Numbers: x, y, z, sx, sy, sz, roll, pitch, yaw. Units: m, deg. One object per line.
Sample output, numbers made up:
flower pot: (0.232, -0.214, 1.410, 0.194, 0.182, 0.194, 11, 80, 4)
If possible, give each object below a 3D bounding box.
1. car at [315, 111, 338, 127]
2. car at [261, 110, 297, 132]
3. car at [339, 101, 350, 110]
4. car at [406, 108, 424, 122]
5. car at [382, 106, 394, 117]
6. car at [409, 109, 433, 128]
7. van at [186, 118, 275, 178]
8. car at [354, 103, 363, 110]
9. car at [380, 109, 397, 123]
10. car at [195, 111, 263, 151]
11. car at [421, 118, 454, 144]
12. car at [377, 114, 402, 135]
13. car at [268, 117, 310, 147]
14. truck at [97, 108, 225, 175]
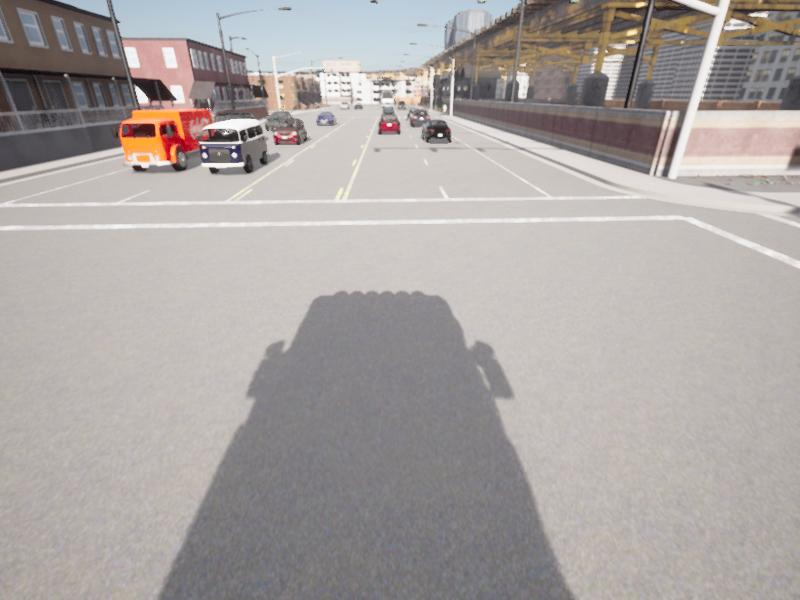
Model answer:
car: (-8.266, -20.456, 45.118, 1.812, 1.442, 4.674, -1, 27, -2)
car: (-11.552, -17.344, 38.644, 2.097, 1.767, 4.553, -1, 27, -1)
car: (-13.515, -47.598, 97.762, 1.932, 1.855, 4.605, -1, 27, -2)
car: (1.931, -25.229, 54.384, 2.128, 1.511, 4.902, -1, 27, -2)
car: (-1.926, -30.721, 65.104, 1.882, 1.535, 5.008, -1, 27, -2)
car: (2.262, -20.195, 44.360, 2.242, 1.667, 4.611, -1, 27, -1)
van: (-7.375, -6.970, 18.068, 2.069, 2.038, 4.480, -1, 27, -2)
car: (-9.957, -46.522, 96.188, 1.994, 1.385, 4.181, -1, 27, -2)
car: (-1.464, -23.575, 51.146, 2.128, 1.511, 4.902, -1, 27, -2)
car: (-11.139, -11.389, 26.710, 2.150, 2.045, 5.566, -1, 27, -1)
car: (2.737, -12.786, 30.107, 1.812, 1.442, 4.674, -1, 27, -2)
car: (-0.986, -16.203, 36.755, 2.163, 1.488, 4.792, -1, 27, -2)
car: (-7.709, -11.894, 28.181, 1.851, 1.617, 3.988, -1, 27, -2)
truck: (-10.782, -7.595, 18.826, 2.627, 2.467, 5.204, 0, 27, 0)
